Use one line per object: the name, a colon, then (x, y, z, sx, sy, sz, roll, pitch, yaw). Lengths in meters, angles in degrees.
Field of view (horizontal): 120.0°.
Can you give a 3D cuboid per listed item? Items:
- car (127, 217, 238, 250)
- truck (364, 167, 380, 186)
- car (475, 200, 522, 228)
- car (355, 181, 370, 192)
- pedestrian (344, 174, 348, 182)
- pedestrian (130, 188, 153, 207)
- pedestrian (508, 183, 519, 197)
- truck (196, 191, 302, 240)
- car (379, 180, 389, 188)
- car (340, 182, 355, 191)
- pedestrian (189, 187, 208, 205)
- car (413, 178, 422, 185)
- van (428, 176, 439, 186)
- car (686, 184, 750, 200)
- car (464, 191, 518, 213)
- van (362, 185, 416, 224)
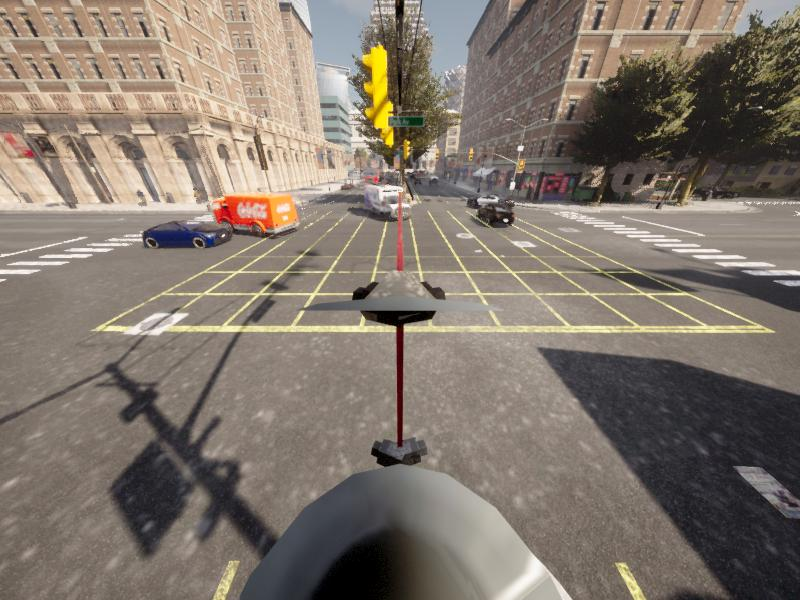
car: (-12.325, -3.913, 13.414, 4.181, 1.385, 1.994, 0, 30, 0)
truck: (-7.007, -31.461, 58.674, 2.891, 3.827, 8.468, 0, 30, 0)
car: (7.869, -7.205, 19.042, 1.812, 1.442, 4.674, 0, 30, 0)
car: (-7.049, -21.777, 44.210, 2.128, 1.511, 4.902, 0, 30, 0)
pedestrian: (-15.867, -36.023, 68.185, 0.751, 1.860, 0.751, 5, 30, 8)
pedestrian: (-27.877, -11.068, 24.962, 0.751, 1.860, 0.751, 6, 31, 11)
pedestrian: (16.227, -15.730, 33.037, 0.751, 1.860, 0.751, 2, 30, 4)
truck: (-9.911, -5.799, 15.590, 5.204, 2.467, 2.627, 8, 31, 13)
car: (-3.524, -26.197, 52.083, 1.895, 1.301, 4.718, 0, 30, 0)
car: (-10.295, -22.354, 45.417, 1.895, 1.301, 4.718, 0, 30, 0)
pedestrian: (-22.811, -11.752, 26.147, 0.751, 1.860, 0.751, 0, 30, 0)
car: (4.501, -30.912, 60.072, 1.816, 1.474, 4.193, 0, 30, 0)
van: (7.986, -28.571, 55.452, 2.069, 2.038, 4.480, 0, 30, 0)
car: (46.019, -15.759, 33.661, 1.930, 1.638, 5.238, 0, 30, 0)
car: (9.601, -10.578, 24.797, 2.038, 1.542, 4.974, -19, 35, -31)
van: (-1.176, -8.793, 20.808, 2.351, 2.431, 6.366, -14, 33, -23)
